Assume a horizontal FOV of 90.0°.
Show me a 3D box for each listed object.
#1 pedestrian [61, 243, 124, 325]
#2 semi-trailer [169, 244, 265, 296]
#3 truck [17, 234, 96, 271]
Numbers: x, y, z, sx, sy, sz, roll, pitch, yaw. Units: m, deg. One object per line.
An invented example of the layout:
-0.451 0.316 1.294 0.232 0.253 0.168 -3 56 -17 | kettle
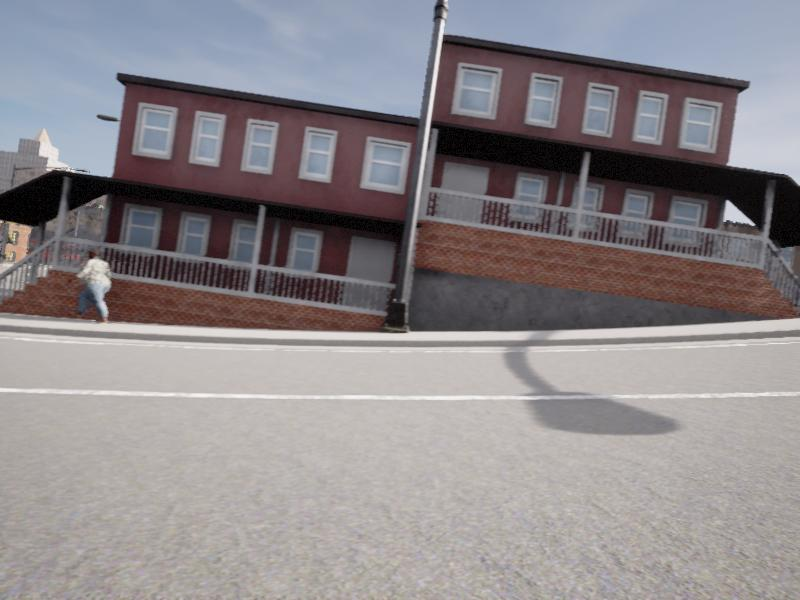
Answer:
-7.507 -0.379 9.807 0.751 1.860 0.751 8 0 -5 | pedestrian
-20.265 -2.977 46.097 2.717 4.402 14.254 8 0 6 | semi-trailer
-49.692 -6.864 57.986 8.468 3.827 2.891 8 0 0 | truck
